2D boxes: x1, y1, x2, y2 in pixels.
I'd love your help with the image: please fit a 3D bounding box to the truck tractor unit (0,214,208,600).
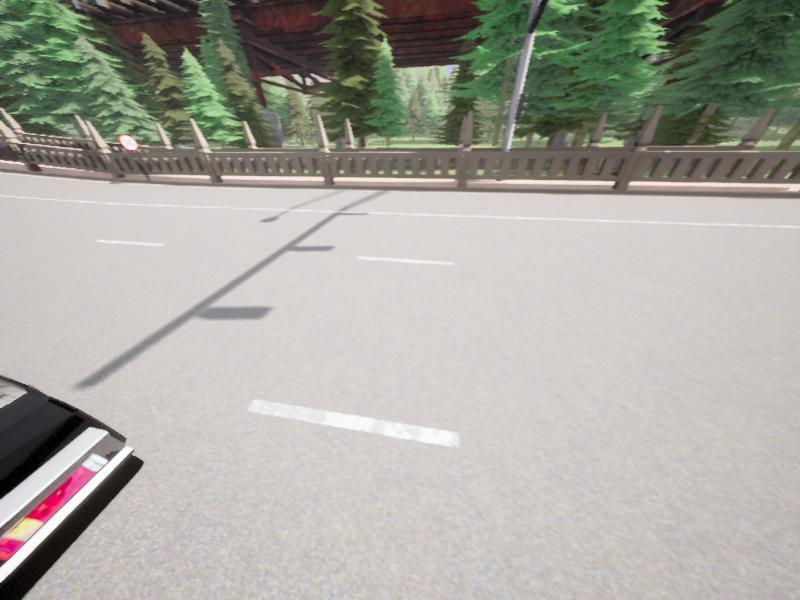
[{"bbox_3d":[-5.350,0.084,0.251,6.516,4.208,3.053,5,36,8],"label":"truck tractor unit"}]
